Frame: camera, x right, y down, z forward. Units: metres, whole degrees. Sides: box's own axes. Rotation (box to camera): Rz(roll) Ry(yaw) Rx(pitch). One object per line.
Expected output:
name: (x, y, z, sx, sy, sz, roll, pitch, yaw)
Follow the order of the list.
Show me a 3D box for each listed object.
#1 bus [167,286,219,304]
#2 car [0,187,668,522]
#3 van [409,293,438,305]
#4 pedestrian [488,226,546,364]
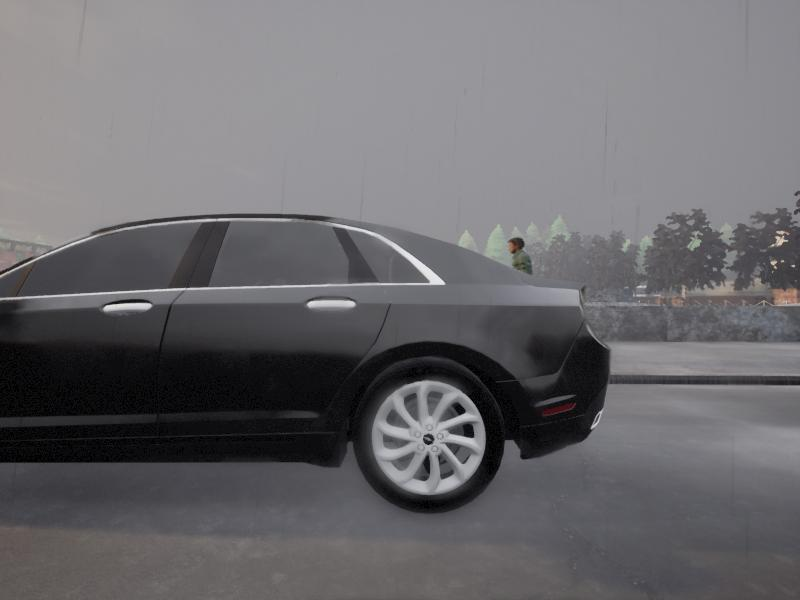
bus: (-48.885, -1.139, 94.688, 10.273, 4.253, 3.944, 0, 0, 2)
car: (-1.222, 0.244, 2.779, 4.892, 1.490, 1.837, 0, 0, 2)
van: (5.105, -0.227, 89.031, 6.366, 2.431, 2.351, 0, 0, 2)
pedestrian: (1.742, -0.067, 5.908, 0.751, 1.860, 0.751, 0, 0, 22)
